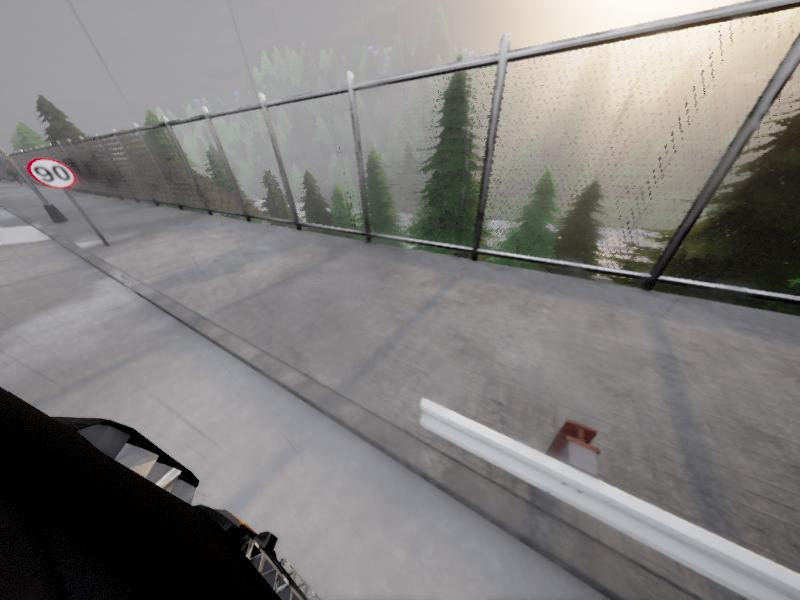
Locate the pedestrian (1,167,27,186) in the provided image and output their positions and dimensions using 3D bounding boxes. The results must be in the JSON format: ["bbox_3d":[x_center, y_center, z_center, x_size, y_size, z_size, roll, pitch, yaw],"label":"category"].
[{"bbox_3d":[-45.778,-14.633,27.409,0.751,1.860,0.751,17,38,27],"label":"pedestrian"}]
